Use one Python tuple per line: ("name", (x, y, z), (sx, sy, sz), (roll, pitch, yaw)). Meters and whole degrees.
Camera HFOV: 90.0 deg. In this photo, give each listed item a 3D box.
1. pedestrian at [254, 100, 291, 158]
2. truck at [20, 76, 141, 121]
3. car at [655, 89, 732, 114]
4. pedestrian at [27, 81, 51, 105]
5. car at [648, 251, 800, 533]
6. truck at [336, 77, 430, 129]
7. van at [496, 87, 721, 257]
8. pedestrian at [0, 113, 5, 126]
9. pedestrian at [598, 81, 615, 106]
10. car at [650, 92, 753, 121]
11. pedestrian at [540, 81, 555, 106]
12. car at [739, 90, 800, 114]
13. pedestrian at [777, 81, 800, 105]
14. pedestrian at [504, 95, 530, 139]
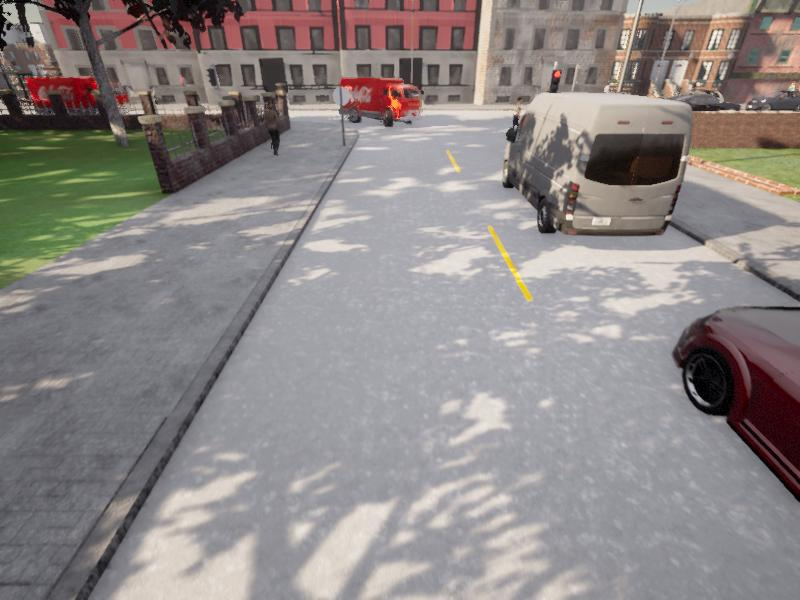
("pedestrian", (-4.672, -6.302, 14.749), (0.751, 1.860, 0.751), (7, 31, 12))
("truck", (-20.872, -13.325, 26.435), (5.204, 2.467, 2.627), (0, 30, 0))
("car", (21.951, -14.945, 30.088), (3.988, 1.617, 1.851), (0, 30, 0))
("pedestrian", (-32.715, -18.782, 36.249), (0.751, 1.860, 0.751), (10, 32, 17))
("car", (4.030, 1.132, 2.740), (1.994, 1.385, 4.181), (0, 30, 0))
("truck", (-1.106, -11.975, 24.127), (5.204, 2.467, 2.627), (25, 36, 36))
("van", (3.976, -3.398, 9.350), (1.988, 2.561, 5.915), (0, 30, 1))
("pedestrian", (-23.230, -10.750, 22.371), (0.751, 1.860, 0.751), (0, 30, 0))
("pedestrian", (17.607, -17.595, 34.126), (0.751, 1.860, 0.751), (6, 31, 9))
("car", (19.934, -12.893, 26.637), (5.008, 1.535, 1.882), (0, 30, 0))
("pedestrian", (12.557, -17.625, 34.177), (0.751, 1.860, 0.751), (3, 30, 5))
("car", (28.310, -14.899, 30.088), (3.633, 1.501, 1.845), (0, 30, 0))
("pedestrian", (35.317, -18.779, 36.261), (0.751, 1.860, 0.751), (-1, 30, -1))
("pedestrian", (5.635, -8.854, 19.335), (0.751, 1.860, 0.751), (-2, 30, -4))
